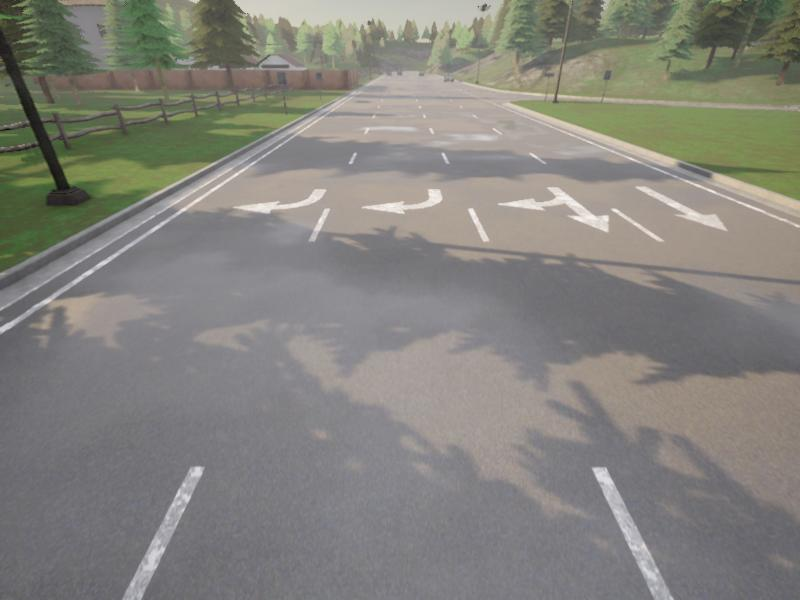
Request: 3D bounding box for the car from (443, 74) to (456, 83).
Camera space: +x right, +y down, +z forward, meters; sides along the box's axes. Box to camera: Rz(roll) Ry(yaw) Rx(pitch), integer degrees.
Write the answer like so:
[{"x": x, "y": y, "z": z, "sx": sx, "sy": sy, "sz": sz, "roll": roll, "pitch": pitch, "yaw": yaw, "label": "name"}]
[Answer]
[{"x": 10.377, "y": -46.661, "z": 84.301, "sx": 2.128, "sy": 1.511, "sz": 4.902, "roll": 0, "pitch": 30, "yaw": 0, "label": "car"}]
